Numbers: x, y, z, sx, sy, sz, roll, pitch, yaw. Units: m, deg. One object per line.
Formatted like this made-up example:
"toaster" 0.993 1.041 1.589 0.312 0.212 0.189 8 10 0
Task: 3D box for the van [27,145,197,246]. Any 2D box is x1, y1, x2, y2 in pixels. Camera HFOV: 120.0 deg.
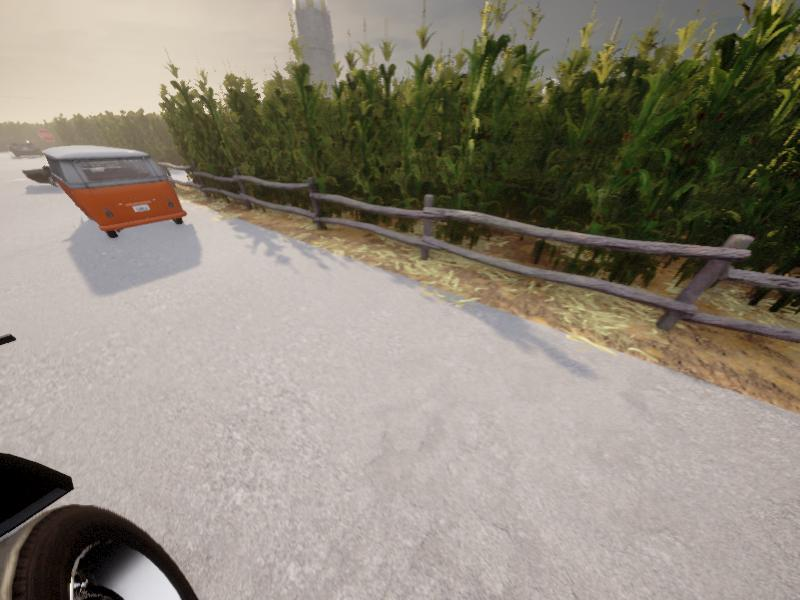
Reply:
"van" -8.400 -3.297 6.777 4.442 1.987 1.775 22 41 28

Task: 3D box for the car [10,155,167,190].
"car" -16.302 -7.005 12.555 4.718 1.301 1.895 -13 37 -18

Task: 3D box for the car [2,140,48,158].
"car" -45.929 -18.522 28.275 4.611 1.667 2.242 22 41 28
